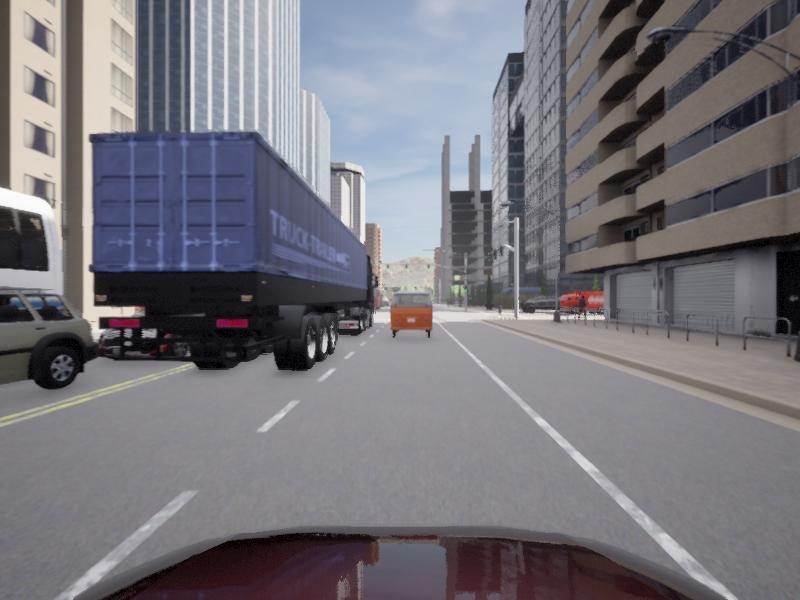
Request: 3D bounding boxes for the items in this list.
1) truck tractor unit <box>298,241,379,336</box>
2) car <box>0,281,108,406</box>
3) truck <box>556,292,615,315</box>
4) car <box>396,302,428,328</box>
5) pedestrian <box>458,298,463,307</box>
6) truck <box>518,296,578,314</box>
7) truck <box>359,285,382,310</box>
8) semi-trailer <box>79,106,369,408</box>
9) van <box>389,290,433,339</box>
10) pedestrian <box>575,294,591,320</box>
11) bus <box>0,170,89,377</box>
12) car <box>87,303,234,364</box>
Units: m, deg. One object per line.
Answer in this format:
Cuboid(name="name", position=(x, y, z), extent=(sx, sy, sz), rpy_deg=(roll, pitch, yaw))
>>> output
Cuboid(name="truck tractor unit", position=(-2.880, -0.531, 20.897), extent=(3.053, 4.208, 6.516), rpy_deg=(0, 0, 2))
Cuboid(name="car", position=(-6.901, 0.647, 5.758), extent=(1.932, 1.855, 4.605), rpy_deg=(0, 0, 2))
Cuboid(name="truck", position=(20.139, 0.349, 43.581), extent=(5.204, 2.467, 2.627), rpy_deg=(0, 0, 2))
Cuboid(name="car", position=(0.776, 0.860, 25.468), extent=(1.812, 1.442, 4.674), rpy_deg=(0, 0, 2))
Cuboid(name="pedestrian", position=(12.009, 0.459, 79.331), extent=(0.751, 1.860, 0.751), rpy_deg=(0, 0, -14))
Cuboid(name="truck", position=(17.356, 0.531, 47.222), extent=(6.274, 2.098, 2.390), rpy_deg=(0, 0, 3))
Cuboid(name="truck", position=(-4.832, -0.349, 66.600), extent=(2.891, 3.827, 8.468), rpy_deg=(0, 0, 2))
Cuboid(name="semi-trailer", position=(-3.142, -0.624, 12.988), extent=(2.717, 4.402, 14.254), rpy_deg=(0, 0, 2))
Cuboid(name="van", position=(0.535, 0.589, 18.418), extent=(1.775, 1.987, 4.442), rpy_deg=(0, 0, 2))
Cuboid(name="pedestrian", position=(13.124, 0.477, 28.734), extent=(0.751, 1.860, 0.751), rpy_deg=(0, 0, -32))
Cuboid(name="bus", position=(-10.293, -0.541, 5.396), extent=(3.944, 4.253, 10.273), rpy_deg=(0, 0, 2))
Cuboid(name="car", position=(-6.692, 0.846, 11.773), extent=(1.970, 1.475, 3.806), rpy_deg=(0, 0, 2))
